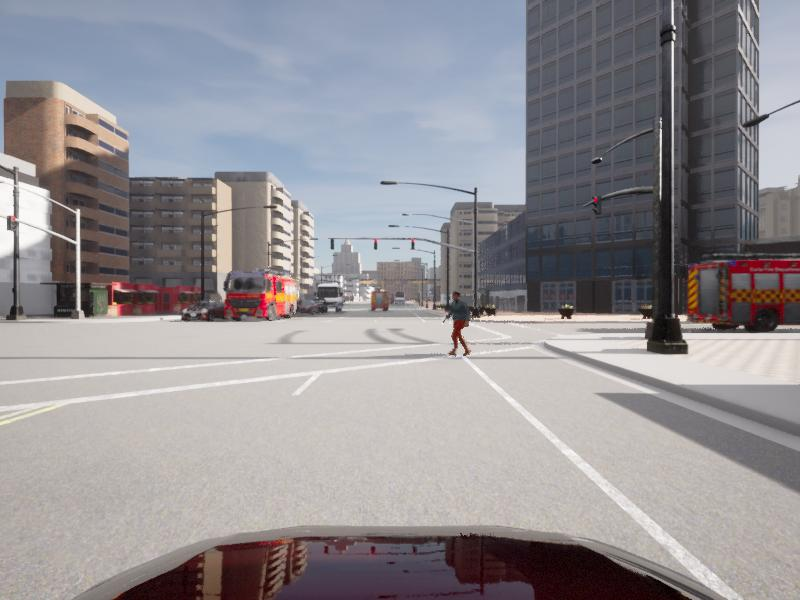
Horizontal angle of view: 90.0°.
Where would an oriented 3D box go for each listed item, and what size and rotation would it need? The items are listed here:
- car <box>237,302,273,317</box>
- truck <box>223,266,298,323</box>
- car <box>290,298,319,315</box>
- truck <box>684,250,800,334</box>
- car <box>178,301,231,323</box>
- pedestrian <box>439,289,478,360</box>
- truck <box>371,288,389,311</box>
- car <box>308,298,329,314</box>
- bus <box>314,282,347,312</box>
[{"bbox_3d":[-13.976,0.912,38.872,1.994,1.385,4.181,0,0,0],"label":"car"},{"bbox_3d":[-10.514,-0.352,31.203,2.891,3.827,8.468,0,0,0],"label":"truck"},{"bbox_3d":[-10.500,0.739,44.329,2.097,1.767,4.553,0,0,0],"label":"car"},{"bbox_3d":[19.162,-0.378,19.553,8.468,3.827,2.891,0,0,1],"label":"truck"},{"bbox_3d":[-14.003,0.816,28.927,1.970,1.475,3.806,0,0,0],"label":"car"},{"bbox_3d":[1.593,0.630,10.954,0.751,1.860,0.751,0,0,-31],"label":"pedestrian"},{"bbox_3d":[-3.500,-0.006,72.047,2.891,3.827,8.468,0,-1,0],"label":"truck"},{"bbox_3d":[-10.537,0.763,51.776,1.905,1.878,3.866,0,-1,0],"label":"car"},{"bbox_3d":[-10.552,-0.317,61.738,3.944,4.253,10.273,0,-1,-4],"label":"bus"}]
